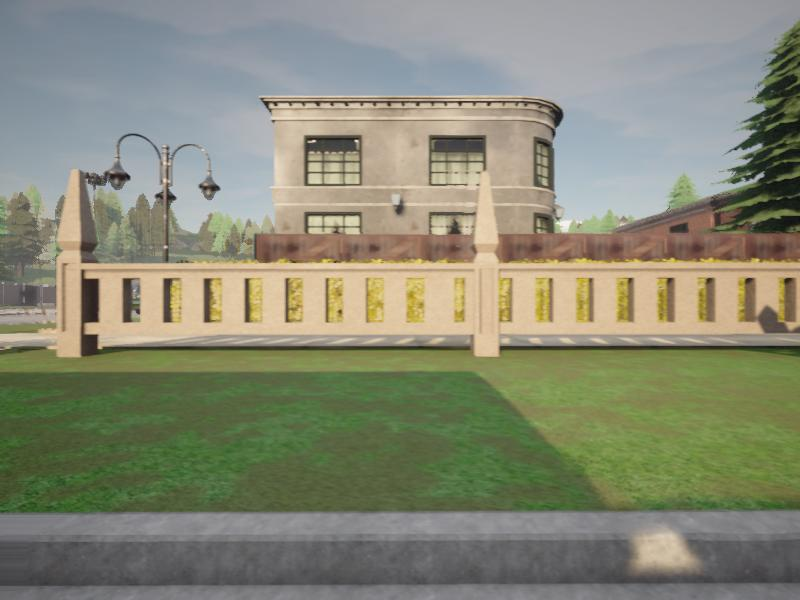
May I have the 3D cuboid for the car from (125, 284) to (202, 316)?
[{"bbox_3d":[-16.359,-0.016,28.162,2.150,2.045,5.566,0,0,0],"label":"car"}]
